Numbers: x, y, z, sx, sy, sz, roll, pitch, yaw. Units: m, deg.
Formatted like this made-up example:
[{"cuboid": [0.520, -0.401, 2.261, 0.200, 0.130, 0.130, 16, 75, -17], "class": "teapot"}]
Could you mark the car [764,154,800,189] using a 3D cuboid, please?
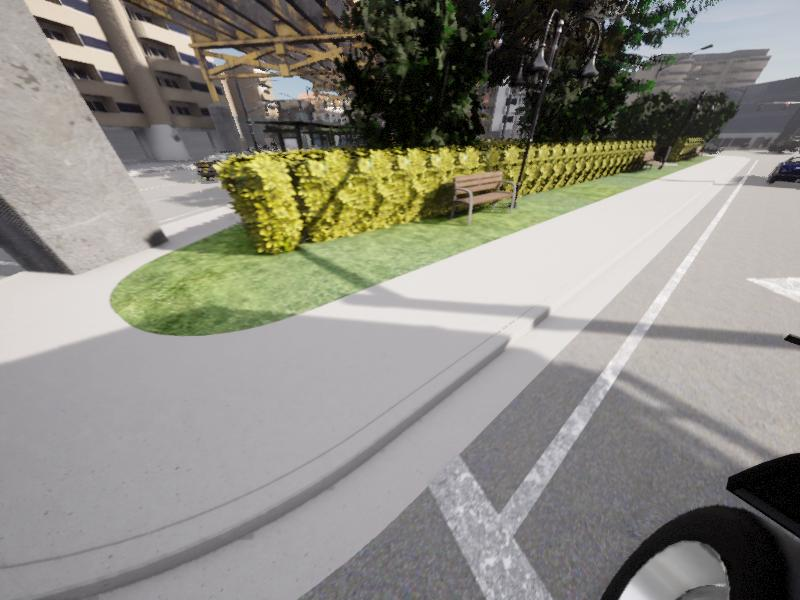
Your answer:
[{"cuboid": [22.284, -7.145, 12.740, 4.718, 1.301, 1.895, -24, 41, -29], "class": "car"}]

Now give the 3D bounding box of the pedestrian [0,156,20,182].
[{"cuboid": [-25.335, -8.449, 14.353, 0.751, 1.860, 0.751, 5, 35, 7], "class": "pedestrian"}]

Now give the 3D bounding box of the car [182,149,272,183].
[{"cuboid": [-11.749, -9.602, 16.330, 1.930, 1.638, 5.238, 4, 35, 7], "class": "car"}]

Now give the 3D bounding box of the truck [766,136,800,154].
[{"cuboid": [59.334, -23.481, 34.971, 2.390, 2.098, 6.274, 27, 43, 33], "class": "truck"}]

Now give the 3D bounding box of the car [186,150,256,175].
[{"cuboid": [-14.744, -11.657, 19.466, 1.812, 1.442, 4.674, 4, 35, 7], "class": "car"}]

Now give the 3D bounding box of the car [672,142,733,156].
[{"cuboid": [42.321, -21.236, 32.451, 4.792, 1.488, 2.163, 4, 35, 6], "class": "car"}]
